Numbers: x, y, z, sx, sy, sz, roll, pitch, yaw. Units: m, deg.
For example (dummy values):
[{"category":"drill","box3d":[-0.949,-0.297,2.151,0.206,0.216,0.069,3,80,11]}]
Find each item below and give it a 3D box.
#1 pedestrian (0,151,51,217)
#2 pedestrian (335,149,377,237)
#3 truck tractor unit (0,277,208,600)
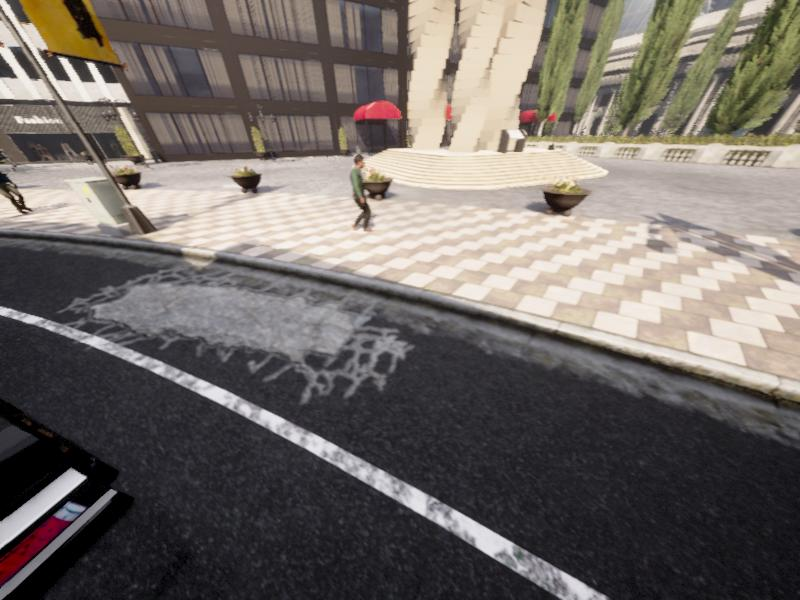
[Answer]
[{"category":"pedestrian","box3d":[-13.180,-3.830,7.637,0.751,1.860,0.751,4,36,6]},{"category":"pedestrian","box3d":[-1.032,-2.620,5.736,0.751,1.860,0.751,-5,35,-5]},{"category":"truck tractor unit","box3d":[-5.270,-0.099,0.506,6.516,4.208,3.053,11,37,16]}]
